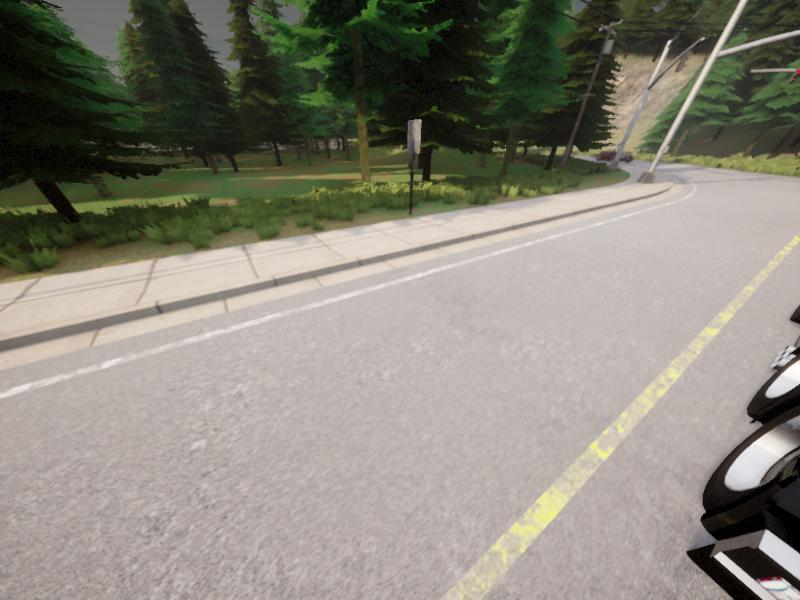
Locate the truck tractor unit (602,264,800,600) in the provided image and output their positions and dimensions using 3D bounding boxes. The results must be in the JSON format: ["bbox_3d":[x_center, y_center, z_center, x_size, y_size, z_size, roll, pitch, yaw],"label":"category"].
[{"bbox_3d":[5.117,-0.293,0.793,6.516,4.208,3.053,-18,39,-24],"label":"truck tractor unit"}]

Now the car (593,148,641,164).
[{"bbox_3d":[26.586,-17.797,28.503,1.994,1.385,4.181,0,35,-1],"label":"car"}]
